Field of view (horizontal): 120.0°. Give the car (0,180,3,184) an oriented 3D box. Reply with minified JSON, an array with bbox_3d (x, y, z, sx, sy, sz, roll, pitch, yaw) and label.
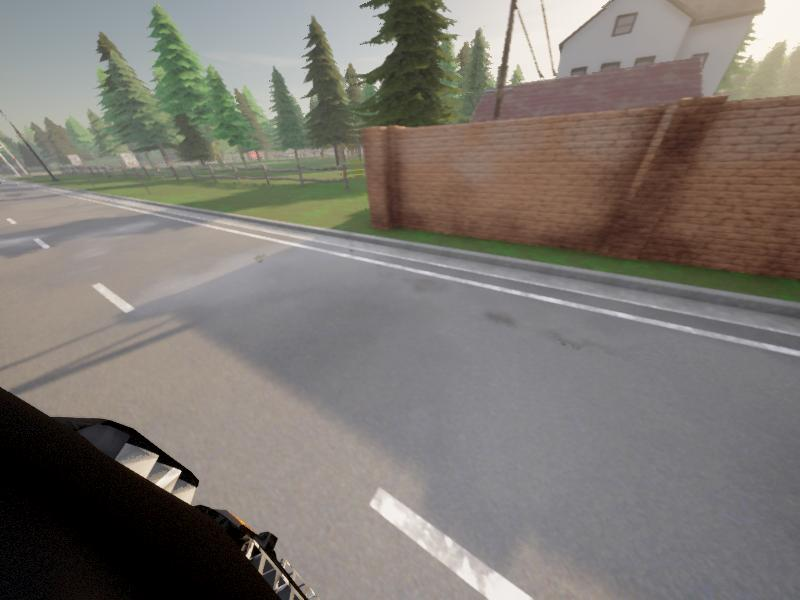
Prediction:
[{"bbox_3d":[-59.843,-17.637,32.972,5.566,2.045,2.150,16,38,26],"label":"car"}]

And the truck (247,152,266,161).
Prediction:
[{"bbox_3d":[-54.887,-54.955,88.314,2.627,2.467,5.204,17,38,27],"label":"truck"}]
